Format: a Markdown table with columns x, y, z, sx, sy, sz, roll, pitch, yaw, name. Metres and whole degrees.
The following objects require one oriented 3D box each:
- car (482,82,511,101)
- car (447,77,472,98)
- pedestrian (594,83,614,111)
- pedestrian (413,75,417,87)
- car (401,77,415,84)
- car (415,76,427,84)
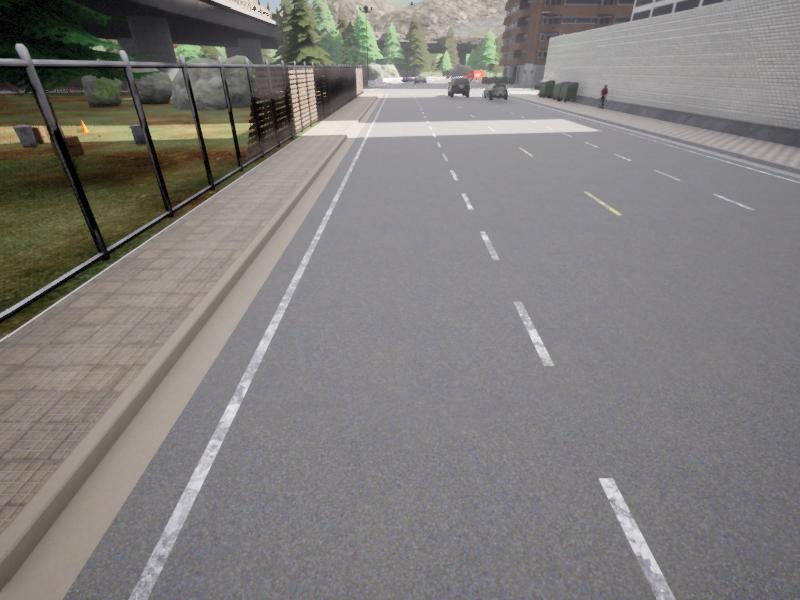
| x | y | z | sx | sy | sz | roll | pitch | yaw | name |
| --- | --- | --- | --- | --- | --- | --- | --- | --- | --- |
| 10.574 | -23.002 | 44.107 | 2.033 | 1.649 | 4.856 | 0 | 30 | 0 | car |
| 7.081 | -25.675 | 48.296 | 2.150 | 2.045 | 5.566 | 0 | 30 | 0 | car |
| 15.784 | -15.699 | 30.938 | 0.751 | 1.860 | 0.751 | 2 | 30 | 3 | pedestrian |
| 2.715 | -39.959 | 73.080 | 0.751 | 1.860 | 0.751 | -1 | 30 | -2 | pedestrian |
| 1.879 | -50.676 | 92.122 | 1.895 | 1.301 | 4.718 | 9 | 31 | 16 | car |
| 4.736 | -49.386 | 89.722 | 1.816 | 1.474 | 4.193 | 7 | 31 | 12 | car |
